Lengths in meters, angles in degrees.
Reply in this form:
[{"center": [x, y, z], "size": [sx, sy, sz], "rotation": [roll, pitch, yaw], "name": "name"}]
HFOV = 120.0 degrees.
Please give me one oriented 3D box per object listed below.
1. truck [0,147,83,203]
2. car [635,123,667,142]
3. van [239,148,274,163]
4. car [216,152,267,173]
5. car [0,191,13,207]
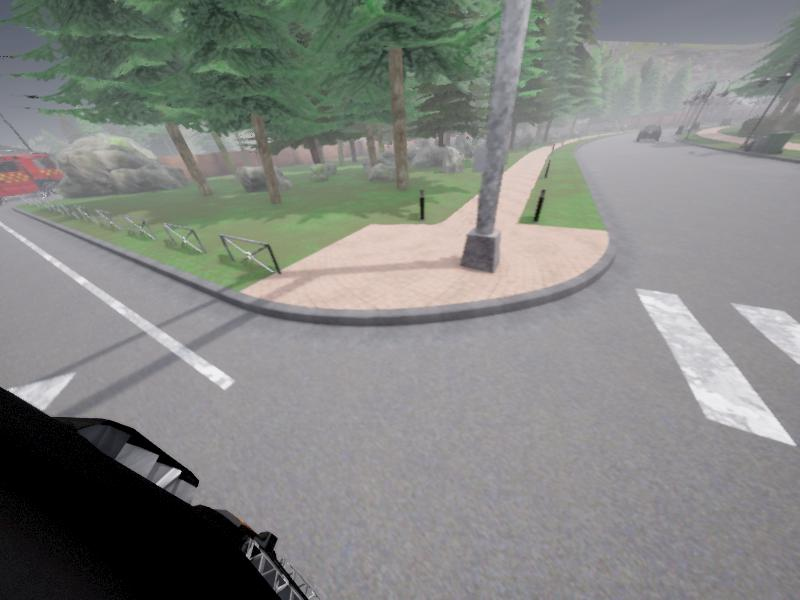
[{"center": [-36.233, -10.897, 20.461], "size": [2.891, 3.827, 8.468], "rotation": [14, 39, 25], "name": "truck"}, {"center": [31.695, -21.277, 29.284], "size": [2.097, 1.767, 4.553], "rotation": [23, 43, 33], "name": "car"}, {"center": [-33.735, -34.031, 54.467], "size": [2.351, 2.431, 6.366], "rotation": [15, 39, 25], "name": "van"}, {"center": [-23.172, -20.399, 34.117], "size": [2.150, 2.045, 5.566], "rotation": [15, 39, 25], "name": "car"}, {"center": [-32.018, -7.331, 17.035], "size": [1.994, 1.385, 4.181], "rotation": [-25, 40, -26], "name": "car"}]
